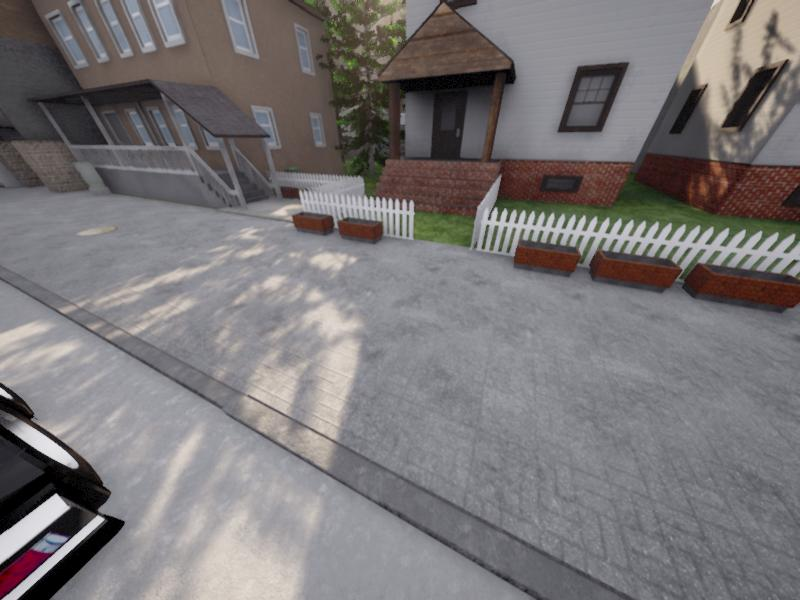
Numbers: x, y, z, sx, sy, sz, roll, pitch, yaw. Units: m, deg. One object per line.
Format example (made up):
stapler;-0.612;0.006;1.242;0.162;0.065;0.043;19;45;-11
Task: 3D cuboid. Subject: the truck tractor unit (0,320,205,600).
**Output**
truck tractor unit;-5.213;-0.183;0.632;6.516;4.208;3.053;14;37;19
